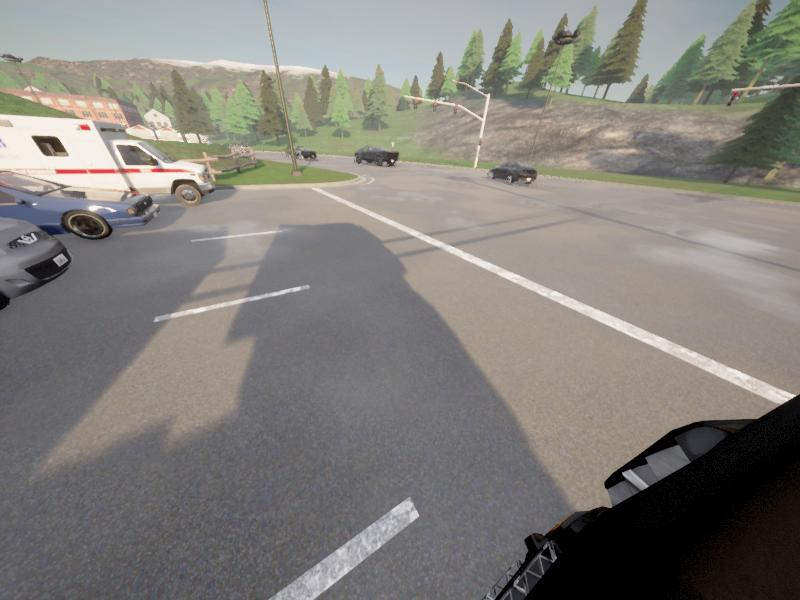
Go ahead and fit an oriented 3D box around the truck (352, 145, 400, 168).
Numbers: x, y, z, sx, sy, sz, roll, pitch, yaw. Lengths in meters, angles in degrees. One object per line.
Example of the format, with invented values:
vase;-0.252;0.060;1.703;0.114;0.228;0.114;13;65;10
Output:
truck;-3.100;-18.017;28.890;6.274;2.098;2.390;30;42;34

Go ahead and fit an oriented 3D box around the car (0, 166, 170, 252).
car;-9.097;-2.039;5.058;5.357;1.411;2.033;-16;38;-26

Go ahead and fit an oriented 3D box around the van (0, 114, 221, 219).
van;-10.214;-4.383;7.564;6.366;2.431;2.351;-16;38;-26

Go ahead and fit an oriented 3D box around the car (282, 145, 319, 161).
car;-13.938;-20.631;32.423;5.238;1.638;1.930;23;38;27

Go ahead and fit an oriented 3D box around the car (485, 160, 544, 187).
car;9.389;-10.792;19.503;1.837;1.490;4.892;-3;34;-11

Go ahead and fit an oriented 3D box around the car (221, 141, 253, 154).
car;-28.350;-26.571;40.310;3.988;1.617;1.851;8;34;8

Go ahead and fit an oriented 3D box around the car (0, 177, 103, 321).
car;-6.981;-0.462;2.722;3.633;1.501;1.845;-16;38;-26
